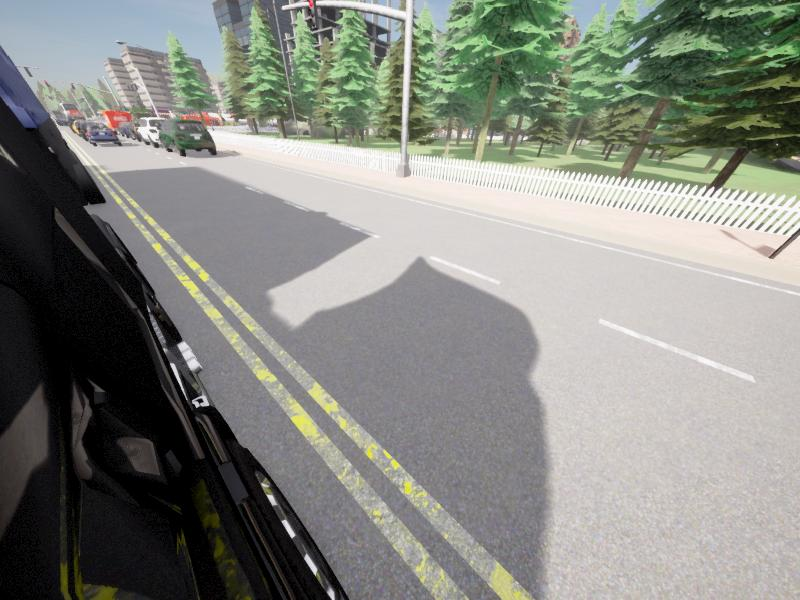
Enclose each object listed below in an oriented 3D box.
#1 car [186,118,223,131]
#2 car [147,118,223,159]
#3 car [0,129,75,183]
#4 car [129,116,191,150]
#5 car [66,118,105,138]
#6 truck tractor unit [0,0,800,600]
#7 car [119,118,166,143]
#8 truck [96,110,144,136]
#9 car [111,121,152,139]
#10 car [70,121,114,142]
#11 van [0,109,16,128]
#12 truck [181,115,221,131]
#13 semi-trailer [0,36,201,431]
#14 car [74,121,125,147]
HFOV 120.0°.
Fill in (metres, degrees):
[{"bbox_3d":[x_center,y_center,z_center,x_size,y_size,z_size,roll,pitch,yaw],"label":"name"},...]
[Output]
[{"bbox_3d":[-43.668,-39.388,51.806,2.150,2.045,5.566,27,43,29],"label":"car"},{"bbox_3d":[-15.337,-11.623,16.496,5.566,2.045,2.150,28,43,30],"label":"car"},{"bbox_3d":[-15.556,-6.032,9.508,3.806,1.475,1.970,28,44,30],"label":"car"},{"bbox_3d":[-20.938,-14.597,20.118,5.566,2.045,2.150,28,44,30],"label":"car"},{"bbox_3d":[-35.186,-19.249,25.825,5.366,1.575,1.801,28,44,30],"label":"car"},{"bbox_3d":[-2.645,-0.295,0.351,6.516,4.208,3.053,28,44,30],"label":"truck tractor unit"},{"bbox_3d":[-26.499,-17.486,23.767,4.605,1.855,1.932,28,44,30],"label":"car"},{"bbox_3d":[-36.382,-22.984,29.997,5.204,2.467,2.627,28,44,30],"label":"truck"},{"bbox_3d":[-31.512,-19.989,27.127,4.792,1.488,2.163,28,44,30],"label":"car"},{"bbox_3d":[-29.836,-16.360,22.390,4.193,1.474,1.816,28,44,30],"label":"car"},{"bbox_3d":[-57.529,-25.852,32.857,4.480,2.038,2.069,28,44,30],"label":"van"},{"bbox_3d":[-41.079,-36.629,47.927,2.627,2.467,5.204,27,43,29],"label":"truck"},{"bbox_3d":[-8.660,-3.633,4.262,14.254,4.402,2.717,29,44,30],"label":"semi-trailer"},{"bbox_3d":[-24.989,-13.817,19.231,3.705,1.549,1.789,28,44,30],"label":"car"}]
